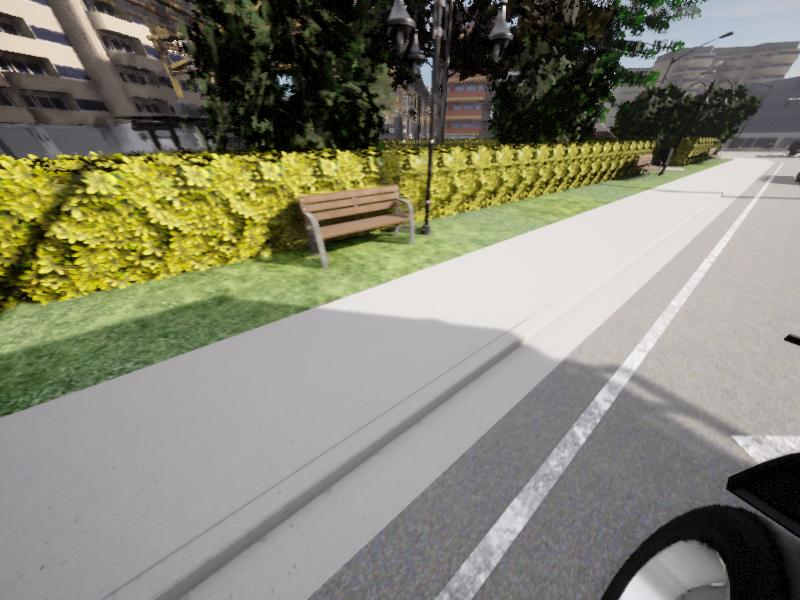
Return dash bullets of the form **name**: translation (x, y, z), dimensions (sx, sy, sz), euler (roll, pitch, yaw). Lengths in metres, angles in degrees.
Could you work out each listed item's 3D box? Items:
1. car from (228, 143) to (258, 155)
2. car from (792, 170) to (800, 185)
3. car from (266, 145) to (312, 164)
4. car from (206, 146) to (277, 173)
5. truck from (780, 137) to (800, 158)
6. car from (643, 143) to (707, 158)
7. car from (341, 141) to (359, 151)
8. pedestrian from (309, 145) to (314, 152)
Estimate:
- **car**: translation (-26.678, -25.650, 39.175), dimensions (4.974, 1.542, 2.038), euler (22, 41, 28)
- **car**: translation (24.374, -7.333, 12.992), dimensions (4.718, 1.301, 1.895), euler (-22, 41, -28)
- **car**: translation (-12.250, -16.352, 25.905), dimensions (2.038, 1.542, 4.974), euler (6, 36, 9)
- **car**: translation (-13.494, -12.365, 20.175), dimensions (2.152, 1.651, 5.027), euler (6, 36, 8)
- **truck**: translation (51.920, -18.713, 28.244), dimensions (6.274, 2.098, 2.390), euler (-3, 36, -4)
- **car**: translation (35.180, -19.310, 29.744), dimensions (4.792, 1.488, 2.163), euler (6, 36, 8)
- **car**: translation (-10.564, -33.043, 49.491), dimensions (1.930, 1.638, 5.238), euler (6, 36, 9)
- **pedestrian**: translation (-16.851, -28.706, 43.817), dimensions (0.500, 1.100, 0.500), euler (-28, 44, -33)
